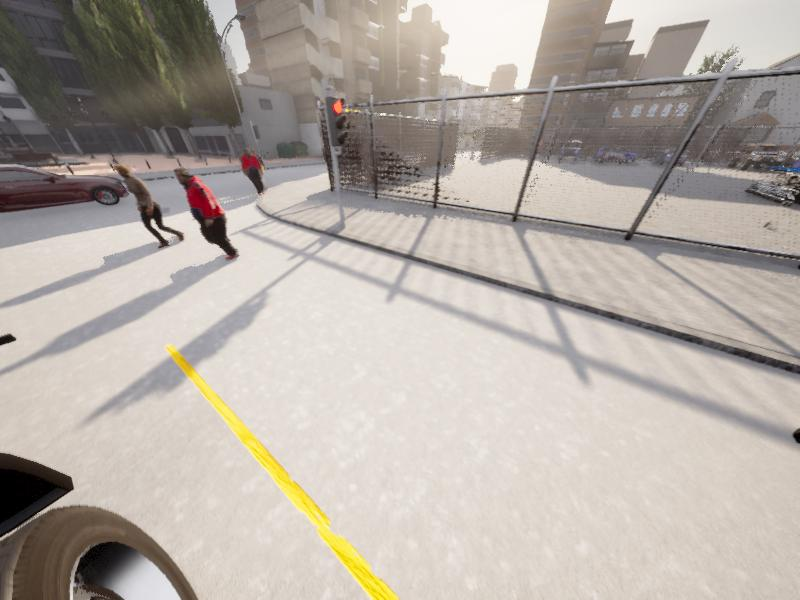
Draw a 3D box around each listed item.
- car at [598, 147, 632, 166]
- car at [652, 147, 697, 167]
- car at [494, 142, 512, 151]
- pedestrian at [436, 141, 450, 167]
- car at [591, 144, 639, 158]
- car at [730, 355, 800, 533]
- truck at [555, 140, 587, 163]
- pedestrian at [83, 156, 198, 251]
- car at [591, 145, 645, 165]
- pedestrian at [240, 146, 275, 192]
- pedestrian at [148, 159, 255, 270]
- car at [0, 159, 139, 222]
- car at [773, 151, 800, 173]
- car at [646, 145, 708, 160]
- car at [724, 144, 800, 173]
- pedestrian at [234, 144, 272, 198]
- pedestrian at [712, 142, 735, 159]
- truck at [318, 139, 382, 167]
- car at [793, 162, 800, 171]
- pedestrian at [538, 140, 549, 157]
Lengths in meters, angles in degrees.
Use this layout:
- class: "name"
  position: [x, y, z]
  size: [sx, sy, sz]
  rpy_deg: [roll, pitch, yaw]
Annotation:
- class: "car"
  position: [22.802, -15.476, 24.725]
  size: [2.033, 1.415, 5.357]
  rpy_deg: [22, 40, 27]
- class: "car"
  position: [26.895, -14.179, 22.817]
  size: [1.845, 1.501, 3.633]
  rpy_deg: [22, 40, 27]
- class: "car"
  position: [22.545, -33.416, 50.298]
  size: [2.033, 1.411, 5.357]
  rpy_deg: [22, 40, 27]
- class: "pedestrian"
  position: [3.692, -12.540, 19.889]
  size: [0.751, 1.860, 0.751]
  rpy_deg: [23, 41, 28]
- class: "car"
  position: [31.598, -22.111, 34.248]
  size: [4.902, 1.511, 2.128]
  rpy_deg: [21, 40, 27]
- class: "car"
  position: [5.098, 1.711, 0.105]
  size: [5.238, 1.638, 1.930]
  rpy_deg: [21, 40, 27]
- class: "truck"
  position: [19.631, -17.114, 26.477]
  size: [2.069, 2.038, 4.478]
  rpy_deg: [22, 40, 27]
- class: "pedestrian"
  position: [-5.715, -2.163, 5.266]
  size: [0.751, 1.860, 0.751]
  rpy_deg: [6, 36, 9]
- class: "car"
  position: [22.900, -15.384, 24.471]
  size: [3.705, 1.547, 1.789]
  rpy_deg: [22, 40, 27]
- class: "pedestrian"
  position: [-6.908, -6.400, 11.265]
  size: [0.751, 1.860, 0.751]
  rpy_deg: [27, 43, 32]
- class: "pedestrian"
  position: [-3.796, -1.667, 4.581]
  size: [0.751, 1.860, 0.751]
  rpy_deg: [19, 39, 25]
- class: "car"
  position: [-12.832, -3.827, 7.963]
  size: [1.812, 1.442, 4.674]
  rpy_deg: [22, 40, 27]
- class: "car"
  position: [31.883, -10.902, 18.282]
  size: [1.481, 1.379, 2.207]
  rpy_deg: [22, 40, 27]
- class: "car"
  position: [37.072, -19.876, 31.144]
  size: [4.892, 1.490, 1.837]
  rpy_deg: [21, 40, 27]
- class: "car"
  position: [30.591, -12.193, 19.739]
  size: [1.905, 1.878, 3.866]
  rpy_deg: [22, 40, 27]
- class: "pedestrian"
  position: [-6.037, -5.325, 9.552]
  size: [0.751, 1.860, 0.751]
  rpy_deg: [-19, 40, -26]
- class: "pedestrian"
  position: [42.843, -19.843, 30.610]
  size: [0.751, 1.860, 0.751]
  rpy_deg: [-11, 37, -16]
- class: "truck"
  position: [-4.765, -14.950, 23.244]
  size: [2.390, 2.098, 6.274]
  rpy_deg: [22, 40, 27]
- class: "car"
  position: [33.986, -10.573, 17.656]
  size: [2.242, 1.667, 4.611]
  rpy_deg: [22, 40, 27]
- class: "pedestrian"
  position: [19.808, -20.966, 31.990]
  size: [0.751, 1.860, 0.751]
  rpy_deg: [15, 38, 20]
